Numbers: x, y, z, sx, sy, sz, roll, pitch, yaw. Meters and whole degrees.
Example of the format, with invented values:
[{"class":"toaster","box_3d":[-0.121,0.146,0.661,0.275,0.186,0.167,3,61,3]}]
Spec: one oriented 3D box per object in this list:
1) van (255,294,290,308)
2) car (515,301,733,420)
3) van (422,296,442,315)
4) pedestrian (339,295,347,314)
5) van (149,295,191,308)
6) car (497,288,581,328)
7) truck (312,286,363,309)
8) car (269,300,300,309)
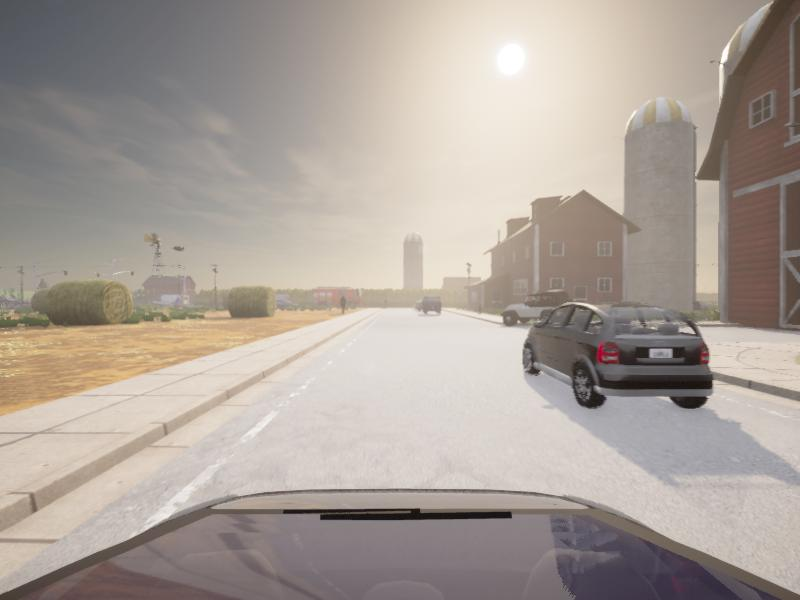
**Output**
[{"class":"van","box_3d":[-23.501,0.207,73.858,5.915,2.561,1.988,0,0,1]},{"class":"car","box_3d":[3.489,0.803,7.130,1.789,1.549,3.705,0,0,0]},{"class":"van","box_3d":[3.442,0.526,43.805,1.775,1.987,4.442,0,0,0]},{"class":"pedestrian","box_3d":[-5.533,0.420,39.125,0.751,1.860,0.751,0,0,-6]},{"class":"van","box_3d":[-42.609,0.278,74.220,6.366,2.431,2.351,0,0,2]},{"class":"car","box_3d":[7.634,0.450,22.200,1.905,1.878,3.866,-8,4,-42]},{"class":"truck","box_3d":[-10.896,-0.410,70.173,8.468,3.827,2.891,0,0,1]},{"class":"car","box_3d":[-20.336,0.763,70.313,4.792,1.488,2.163,0,0,1]}]
